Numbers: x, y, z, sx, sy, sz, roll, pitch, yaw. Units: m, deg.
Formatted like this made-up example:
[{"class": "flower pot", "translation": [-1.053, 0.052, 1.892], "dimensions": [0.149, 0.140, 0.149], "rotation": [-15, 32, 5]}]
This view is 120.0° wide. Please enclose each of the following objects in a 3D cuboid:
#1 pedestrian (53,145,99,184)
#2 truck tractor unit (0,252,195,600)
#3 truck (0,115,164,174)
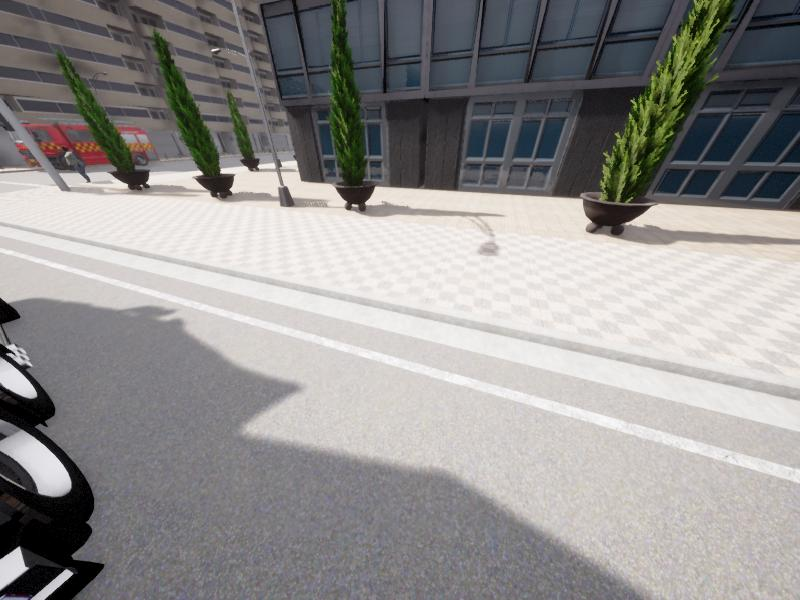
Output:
[{"class": "pedestrian", "translation": [-18.645, -7.813, 13.325], "dimensions": [0.751, 1.860, 0.751], "rotation": [25, 42, 31]}, {"class": "truck tractor unit", "translation": [-5.090, -0.321, 0.809], "dimensions": [6.516, 4.208, 3.053], "rotation": [19, 39, 25]}, {"class": "truck", "translation": [-29.141, -14.693, 21.873], "dimensions": [2.891, 3.827, 8.468], "rotation": [11, 37, 16]}]
